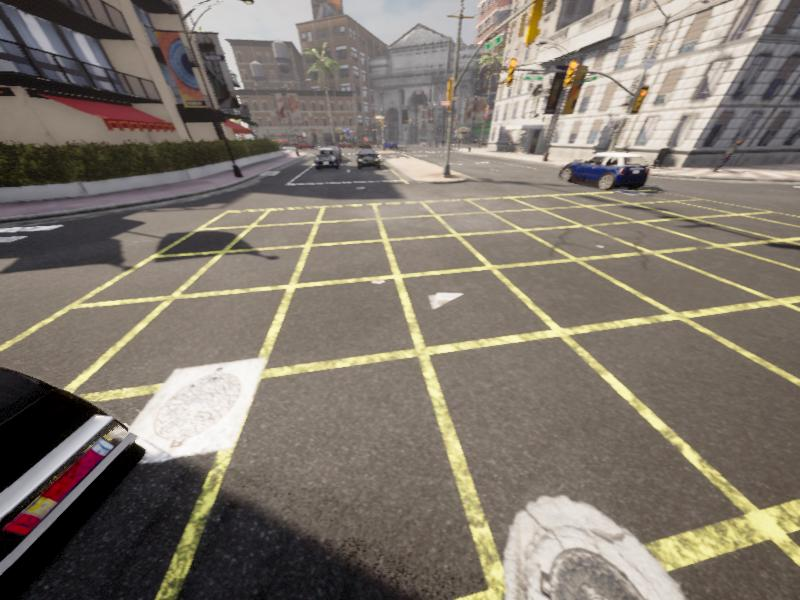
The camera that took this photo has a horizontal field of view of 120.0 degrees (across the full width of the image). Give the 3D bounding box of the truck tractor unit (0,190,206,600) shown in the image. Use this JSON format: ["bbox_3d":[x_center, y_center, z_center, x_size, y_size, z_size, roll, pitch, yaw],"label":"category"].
[{"bbox_3d":[-5.366,0.166,0.134,6.516,4.208,3.053,3,35,4],"label":"truck tractor unit"}]

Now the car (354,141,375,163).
[{"bbox_3d":[-3.984,-16.432,25.534,1.932,1.855,4.605,-6,36,-8],"label":"car"}]

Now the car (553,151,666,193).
[{"bbox_3d":[10.495,-6.796,12.056,1.970,1.475,3.806,-6,36,-8],"label":"car"}]

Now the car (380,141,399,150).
[{"bbox_3d":[-2.160,-31.439,47.030,1.812,1.442,4.674,-19,39,-24],"label":"car"}]

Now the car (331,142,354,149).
[{"bbox_3d":[-13.196,-35.761,53.435,4.718,1.301,1.895,8,36,12],"label":"car"}]

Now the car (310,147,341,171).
[{"bbox_3d":[-6.413,-12.445,20.305,1.970,1.475,3.806,-6,36,-8],"label":"car"}]

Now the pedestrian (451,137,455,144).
[{"bbox_3d":[15.642,-46.921,67.899,0.751,1.860,0.751,-16,38,-20],"label":"pedestrian"}]

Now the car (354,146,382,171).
[{"bbox_3d":[-2.938,-12.732,20.603,2.038,1.542,4.974,-6,36,-8],"label":"car"}]

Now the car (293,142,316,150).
[{"bbox_3d":[-21.002,-33.841,50.707,4.193,1.474,1.816,-6,36,-7],"label":"car"}]

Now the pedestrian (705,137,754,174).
[{"bbox_3d":[19.940,-8.758,14.025,0.751,1.860,0.751,-12,37,-15],"label":"pedestrian"}]

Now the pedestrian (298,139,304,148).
[{"bbox_3d":[-24.260,-38.413,56.568,0.751,1.860,0.751,-4,35,-5],"label":"pedestrian"}]

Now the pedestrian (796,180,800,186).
[{"bbox_3d":[20.761,-6.491,11.078,0.751,1.860,0.751,-6,36,-8],"label":"pedestrian"}]

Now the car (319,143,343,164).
[{"bbox_3d":[-7.536,-16.319,25.641,1.930,1.638,5.238,-6,36,-8],"label":"car"}]

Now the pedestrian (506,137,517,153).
[{"bbox_3d":[16.044,-22.411,33.333,0.751,1.860,0.751,-5,36,-6],"label":"pedestrian"}]
